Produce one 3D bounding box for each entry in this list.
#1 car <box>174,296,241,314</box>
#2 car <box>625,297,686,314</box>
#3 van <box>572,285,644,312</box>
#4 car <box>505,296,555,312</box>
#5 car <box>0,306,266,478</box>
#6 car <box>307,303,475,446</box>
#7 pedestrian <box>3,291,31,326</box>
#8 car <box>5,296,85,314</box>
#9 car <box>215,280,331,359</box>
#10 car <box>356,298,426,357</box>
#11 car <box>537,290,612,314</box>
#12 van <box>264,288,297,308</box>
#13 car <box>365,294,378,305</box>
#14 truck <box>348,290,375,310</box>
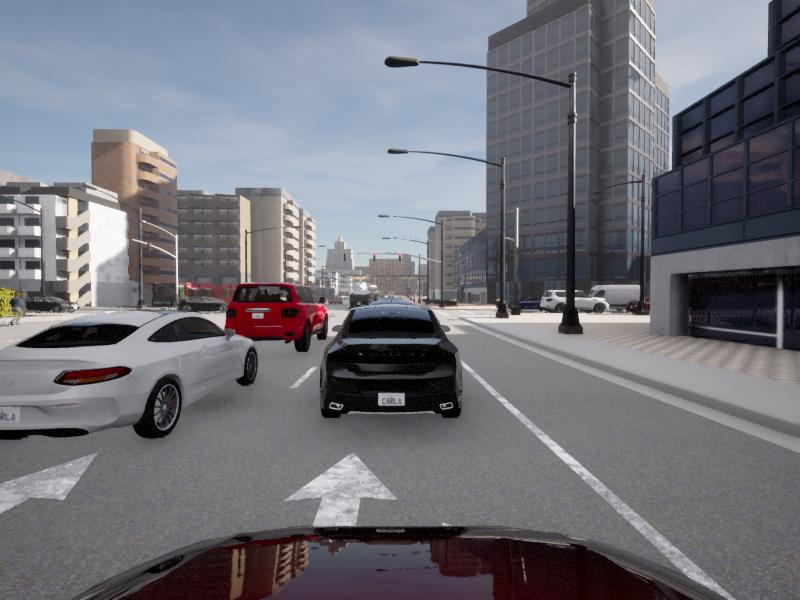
[{"bbox_3d":[-16.644,0.435,34.805,4.792,1.488,2.163,0,1,-5],"label":"car"},{"bbox_3d":[22.343,0.440,35.044,4.193,1.474,1.816,0,1,-1],"label":"car"},{"bbox_3d":[19.906,-0.155,38.479,5.915,2.561,1.988,0,1,-1],"label":"van"},{"bbox_3d":[12.427,0.376,38.379,4.193,1.474,1.816,0,1,-1],"label":"car"},{"bbox_3d":[-3.631,0.861,5.908,1.812,1.442,4.674,0,0,-1],"label":"car"},{"bbox_3d":[-0.149,0.835,6.827,1.837,1.490,4.892,0,0,-1],"label":"car"},{"bbox_3d":[-20.271,0.437,21.172,0.751,1.860,0.751,0,1,-3],"label":"pedestrian"},{"bbox_3d":[-30.276,0.412,34.256,4.902,1.511,2.128,0,1,-1],"label":"car"},{"bbox_3d":[-3.796,0.479,13.206,2.150,2.045,5.566,0,1,-1],"label":"car"},{"bbox_3d":[-0.289,0.737,13.310,1.882,1.535,5.008,0,1,-1],"label":"car"},{"bbox_3d":[15.170,0.153,34.941,5.566,2.045,2.150,0,1,-1],"label":"car"},{"bbox_3d":[-15.145,-0.233,51.184,2.351,2.431,6.366,0,0,-1],"label":"van"},{"bbox_3d":[-5.164,-0.138,74.014,2.150,2.045,5.566,0,0,-1],"label":"car"},{"bbox_3d":[-4.375,-0.029,46.988,2.390,2.098,6.274,0,0,2],"label":"truck"}]
